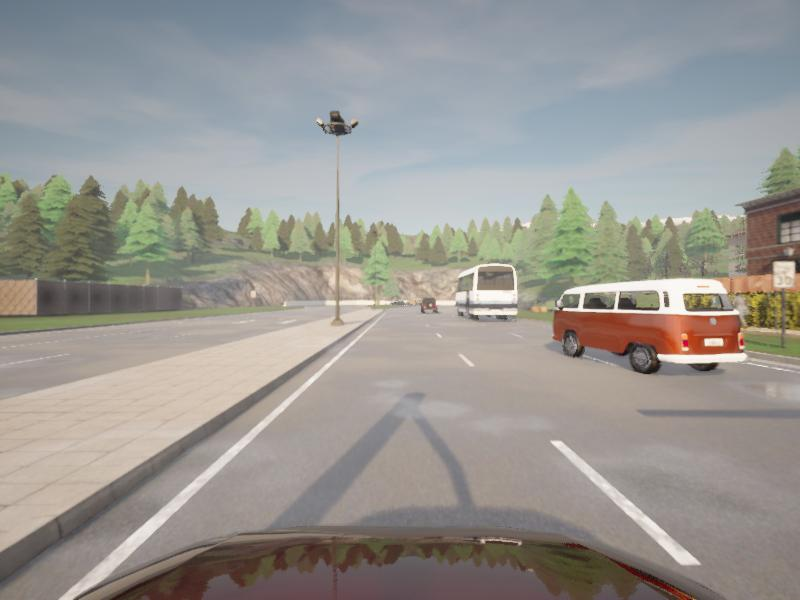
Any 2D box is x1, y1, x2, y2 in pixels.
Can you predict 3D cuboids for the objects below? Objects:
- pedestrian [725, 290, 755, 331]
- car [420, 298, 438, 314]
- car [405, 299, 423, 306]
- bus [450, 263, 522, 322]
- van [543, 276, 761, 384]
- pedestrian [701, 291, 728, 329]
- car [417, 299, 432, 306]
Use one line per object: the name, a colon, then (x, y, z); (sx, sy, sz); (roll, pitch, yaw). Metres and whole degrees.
pedestrian: (15.855, 0.487, 18.650); (0.751, 1.860, 0.751); (0, 0, -1)
car: (3.503, 0.651, 48.892); (1.905, 1.878, 3.866); (0, 0, 0)
car: (3.907, 0.666, 110.425); (4.605, 1.855, 1.932); (0, 0, 32)
bus: (6.882, -0.530, 34.185); (3.944, 4.253, 10.273); (0, 0, 0)
van: (5.723, 0.573, 9.959); (2.069, 2.038, 4.480); (0, 0, -12)
pedestrian: (15.815, 0.487, 20.133); (0.751, 1.860, 0.751); (0, 0, 1)
car: (6.801, 0.669, 112.703); (3.866, 1.878, 1.905); (0, 0, 37)
